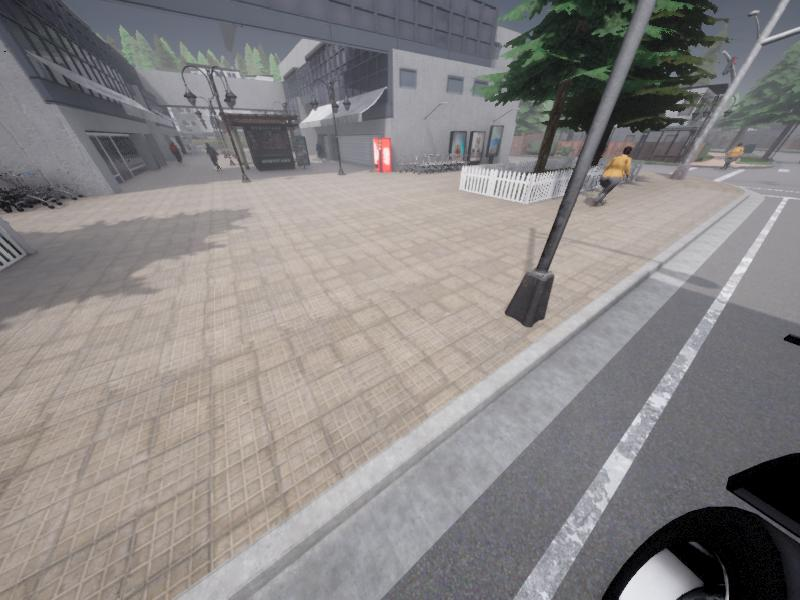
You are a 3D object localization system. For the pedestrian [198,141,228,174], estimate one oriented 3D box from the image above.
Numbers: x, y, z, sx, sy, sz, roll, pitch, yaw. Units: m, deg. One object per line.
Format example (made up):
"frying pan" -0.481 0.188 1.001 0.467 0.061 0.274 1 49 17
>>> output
"pedestrian" -12.794 -9.782 15.859 0.751 1.860 0.751 -4 35 -5

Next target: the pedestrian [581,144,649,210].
"pedestrian" 7.194 -4.153 7.834 0.751 1.860 0.751 -12 37 -16

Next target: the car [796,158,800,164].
"car" 38.928 -13.207 21.144 4.181 1.385 1.994 -26 42 -31

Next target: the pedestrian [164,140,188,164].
"pedestrian" -20.844 -13.750 21.517 0.751 1.860 0.751 20 40 26

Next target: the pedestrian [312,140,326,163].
"pedestrian" -7.752 -14.248 22.145 0.751 1.860 0.751 -21 40 -26

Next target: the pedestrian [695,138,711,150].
"pedestrian" 57.409 -29.558 43.757 0.751 1.860 0.751 9 36 13

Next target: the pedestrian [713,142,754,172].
"pedestrian" 24.805 -10.684 17.222 0.751 1.860 0.751 -9 36 -13
